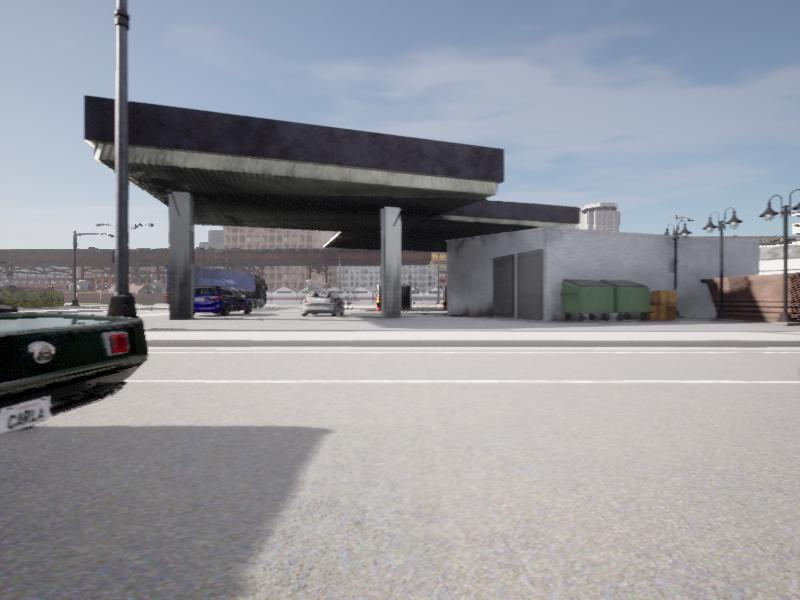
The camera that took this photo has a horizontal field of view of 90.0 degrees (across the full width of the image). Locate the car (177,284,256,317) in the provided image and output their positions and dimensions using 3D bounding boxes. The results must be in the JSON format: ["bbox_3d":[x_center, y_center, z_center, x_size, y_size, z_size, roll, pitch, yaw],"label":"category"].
[{"bbox_3d":[-10.081,0.036,22.513,2.242,1.667,4.611,0,0,1],"label":"car"}]

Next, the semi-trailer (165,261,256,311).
[{"bbox_3d":[-19.412,-1.222,42.677,2.717,4.402,14.254,0,0,1],"label":"semi-trailer"}]

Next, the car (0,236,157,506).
[{"bbox_3d":[-4.287,0.343,2.225,4.718,1.301,1.895,0,0,0],"label":"car"}]

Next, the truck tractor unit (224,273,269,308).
[{"bbox_3d":[-19.253,-1.123,50.588,3.053,4.208,6.516,0,0,1],"label":"truck tractor unit"}]

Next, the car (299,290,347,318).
[{"bbox_3d":[-4.322,0.198,23.167,1.970,1.475,3.806,0,0,1],"label":"car"}]

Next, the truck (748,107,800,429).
[{"bbox_3d":[5.666,-0.242,2.199,5.204,2.467,2.627,0,0,0],"label":"truck"}]
